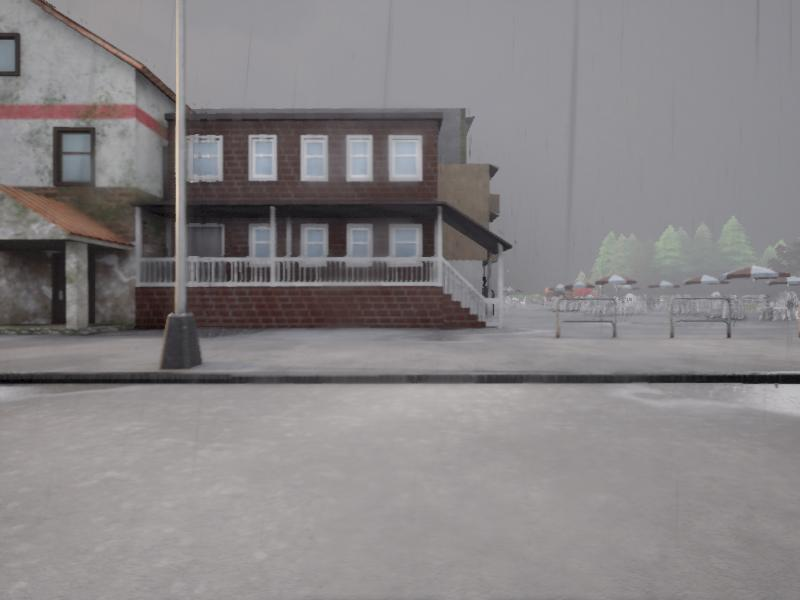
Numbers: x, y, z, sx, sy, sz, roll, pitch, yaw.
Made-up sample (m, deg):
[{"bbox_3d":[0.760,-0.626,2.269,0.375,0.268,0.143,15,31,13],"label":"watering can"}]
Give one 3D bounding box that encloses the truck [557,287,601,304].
[{"bbox_3d":[39.803,-0.986,89.032,8.468,3.827,2.891,0,0,0],"label":"truck"}]
